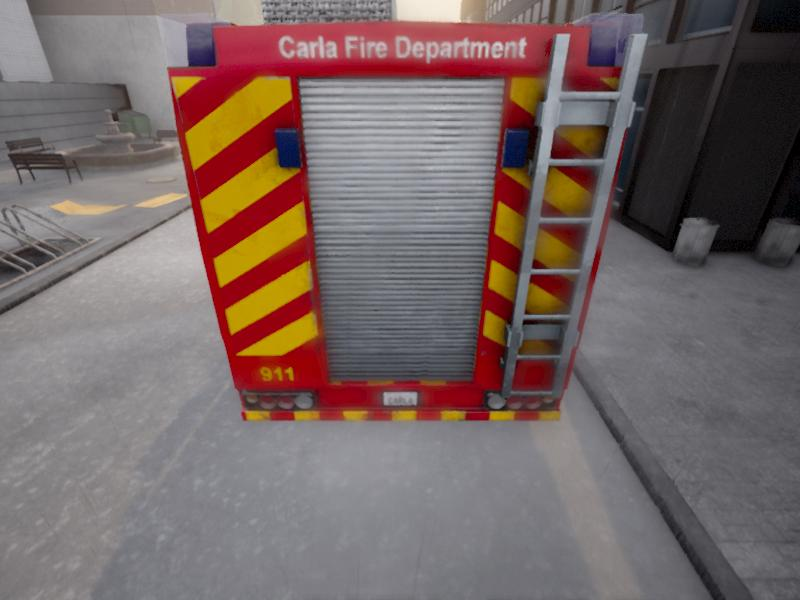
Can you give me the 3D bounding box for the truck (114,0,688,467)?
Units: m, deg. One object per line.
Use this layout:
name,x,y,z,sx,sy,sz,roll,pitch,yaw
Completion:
truck,0.006,-2.167,6.448,2.891,3.827,8.468,0,28,0

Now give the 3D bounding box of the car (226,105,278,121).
car,-16.532,-21.029,44.959,5.008,1.535,1.882,0,28,0

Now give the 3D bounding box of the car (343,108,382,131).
car,-3.236,-16.209,35.765,2.038,1.542,4.974,6,28,12

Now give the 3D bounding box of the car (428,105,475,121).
car,5.713,-21.008,44.956,4.902,1.511,2.128,0,28,0

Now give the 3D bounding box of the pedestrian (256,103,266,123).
pedestrian,-14.185,-19.101,40.875,0.751,1.860,0.751,-8,29,-15

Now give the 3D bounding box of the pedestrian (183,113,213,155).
pedestrian,-10.018,-8.238,19.892,0.751,1.860,0.751,-1,28,-1

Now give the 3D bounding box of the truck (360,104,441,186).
truck,0.000,-6.322,15.851,2.627,2.467,5.204,0,28,0

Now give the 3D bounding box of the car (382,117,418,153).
car,-0.001,-9.669,23.300,1.837,1.490,4.892,0,28,0
